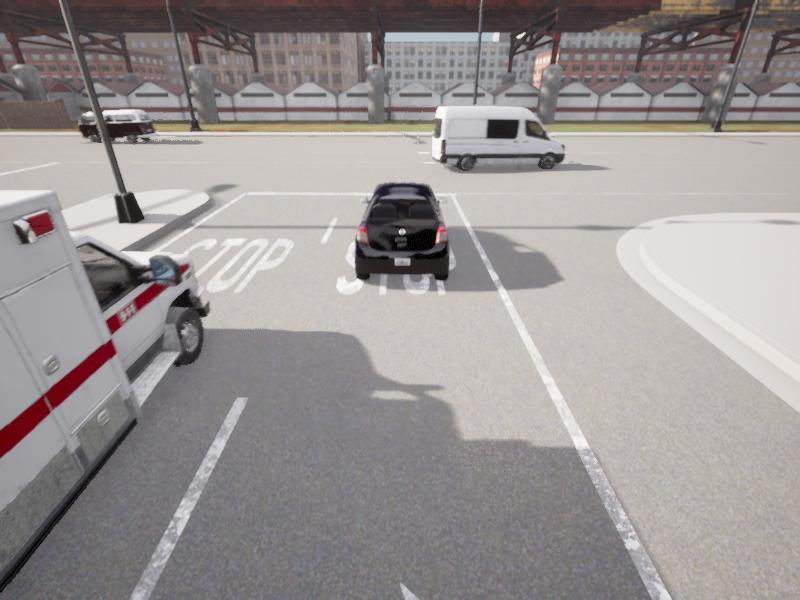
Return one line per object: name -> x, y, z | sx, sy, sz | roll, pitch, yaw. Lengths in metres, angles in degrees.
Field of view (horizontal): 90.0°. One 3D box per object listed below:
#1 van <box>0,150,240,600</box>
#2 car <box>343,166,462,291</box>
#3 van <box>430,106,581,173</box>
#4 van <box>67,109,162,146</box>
van -> -3.495, 0.792, 2.408 | 2.351, 2.431, 6.366 | 0, 27, 0
car -> 0.066, -1.660, 8.153 | 1.845, 1.501, 3.633 | 0, 27, 1
van -> 4.478, -7.204, 17.823 | 5.915, 2.561, 1.988 | -3, 27, -6
van -> -19.222, -11.756, 27.196 | 4.480, 2.038, 2.069 | -1, 27, 1
